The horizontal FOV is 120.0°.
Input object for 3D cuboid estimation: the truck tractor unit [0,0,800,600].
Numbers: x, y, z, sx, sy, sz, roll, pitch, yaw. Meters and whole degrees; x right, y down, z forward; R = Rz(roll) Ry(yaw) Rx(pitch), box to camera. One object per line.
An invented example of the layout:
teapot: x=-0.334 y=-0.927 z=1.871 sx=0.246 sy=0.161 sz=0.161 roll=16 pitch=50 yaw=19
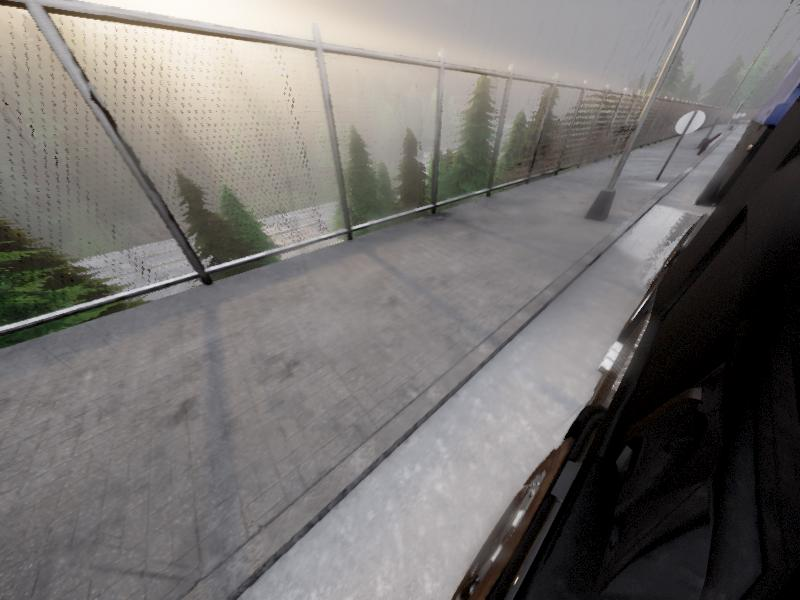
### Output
truck tractor unit: x=2.645 y=-0.295 z=0.352 sx=6.516 sy=4.208 sz=3.053 roll=-28 pitch=44 yaw=-30

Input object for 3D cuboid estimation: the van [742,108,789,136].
van: x=45.044 y=-22.022 z=28.615 sx=5.915 sy=2.561 sz=1.988 roll=-28 pitch=44 yaw=-30

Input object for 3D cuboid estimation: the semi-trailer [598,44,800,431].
semi-trailer: x=8.704 y=-3.574 z=4.259 sx=14.254 sy=4.402 sz=2.717 roll=-28 pitch=44 yaw=-30
